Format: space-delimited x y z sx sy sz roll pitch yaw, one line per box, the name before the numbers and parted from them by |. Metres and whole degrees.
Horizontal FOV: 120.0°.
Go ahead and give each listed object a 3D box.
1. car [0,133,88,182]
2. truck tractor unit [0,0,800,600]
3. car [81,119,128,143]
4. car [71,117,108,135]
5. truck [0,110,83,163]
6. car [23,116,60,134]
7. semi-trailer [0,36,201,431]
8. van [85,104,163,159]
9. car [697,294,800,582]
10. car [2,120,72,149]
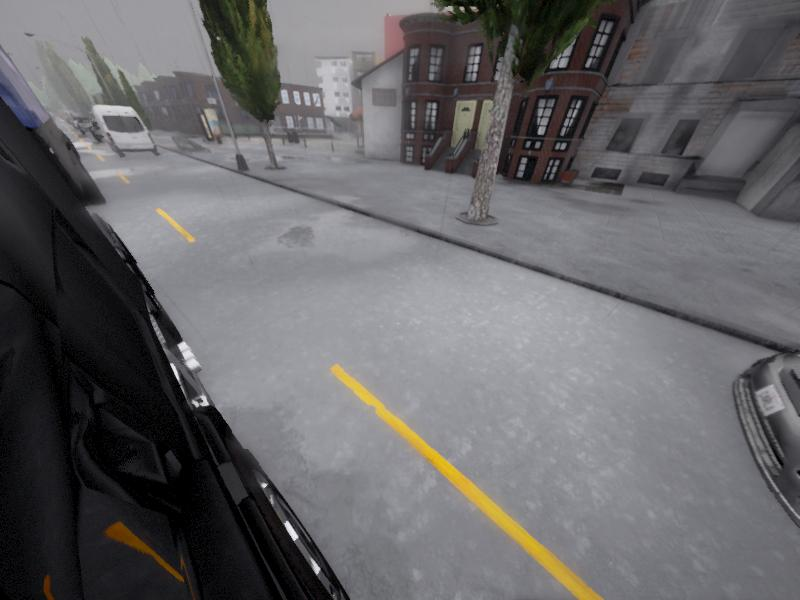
car | -15.459 -6.217 9.856 4.181 1.385 1.994 28 43 31
truck tractor unit | -2.645 -0.295 0.352 6.516 4.208 3.053 28 44 30
car | -29.170 -16.711 22.795 4.856 1.649 2.033 29 44 31
car | -40.041 -22.480 29.787 4.611 1.667 2.242 30 44 32
truck | -21.170 -9.586 13.377 6.274 2.098 2.390 29 44 30
car | -42.943 -21.051 27.772 5.366 1.575 1.801 29 44 30
semi-trailer | -8.661 -3.631 4.265 14.254 4.402 2.717 29 44 30
van | -18.512 -11.291 15.458 5.915 2.561 1.988 30 44 31
car | 4.407 1.442 0.649 3.988 1.617 1.851 30 44 31
car | -26.930 -12.423 17.297 4.902 1.511 2.128 29 44 30
